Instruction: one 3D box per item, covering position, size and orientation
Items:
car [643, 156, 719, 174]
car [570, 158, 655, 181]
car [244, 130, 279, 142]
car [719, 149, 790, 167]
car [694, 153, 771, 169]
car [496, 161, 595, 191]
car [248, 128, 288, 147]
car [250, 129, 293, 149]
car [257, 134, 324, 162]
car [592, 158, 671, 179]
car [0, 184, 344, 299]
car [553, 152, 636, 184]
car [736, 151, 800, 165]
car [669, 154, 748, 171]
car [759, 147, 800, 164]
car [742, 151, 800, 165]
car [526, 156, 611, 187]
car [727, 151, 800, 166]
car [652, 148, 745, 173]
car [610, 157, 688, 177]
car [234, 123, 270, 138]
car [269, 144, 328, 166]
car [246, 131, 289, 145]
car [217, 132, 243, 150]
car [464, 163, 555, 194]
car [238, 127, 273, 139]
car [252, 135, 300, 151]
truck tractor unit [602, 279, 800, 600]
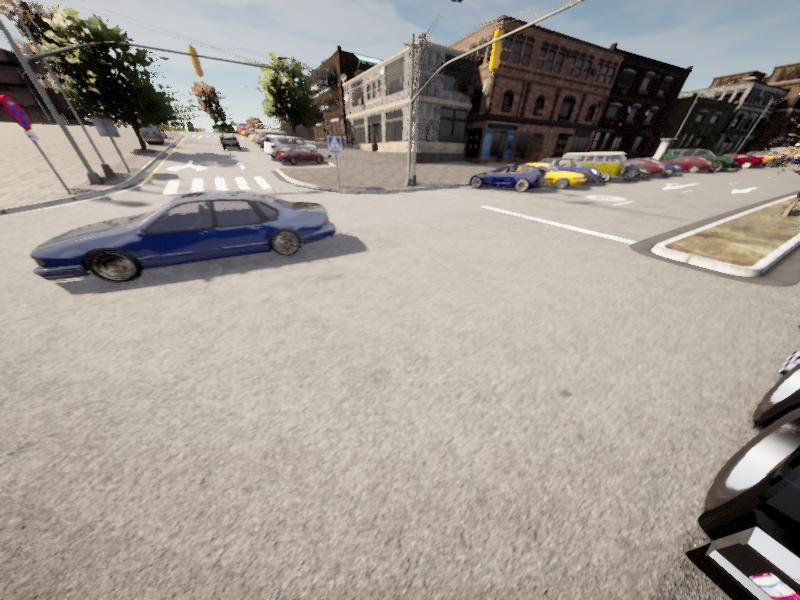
[{"bbox_3d":[28.825,-14.075,23.953,2.002,1.452,4.674,-29,42,-36],"label":"car"},{"bbox_3d":[17.904,-11.187,19.672,4.892,1.521,2.231,26,41,36],"label":"car"},{"bbox_3d":[-24.116,-28.598,40.316,2.002,1.452,4.674,27,42,27],"label":"car"},{"bbox_3d":[45.440,-18.329,29.840,2.185,1.767,4.553,-27,41,-35],"label":"car"},{"bbox_3d":[39.867,-16.892,27.980,2.097,1.535,5.008,-28,41,-35],"label":"car"},{"bbox_3d":[9.939,-8.835,16.212,5.366,1.575,1.946,26,41,35],"label":"car"},{"bbox_3d":[-19.336,-23.920,34.108,1.878,1.987,4.442,28,42,27],"label":"car"},{"bbox_3d":[-17.727,-22.305,32.115,1.878,1.987,4.442,28,42,27],"label":"car"},{"bbox_3d":[-11.232,-15.940,24.238,2.435,2.045,5.566,28,42,28],"label":"car"},{"bbox_3d":[20.626,-11.893,20.771,4.674,1.452,2.002,27,42,36],"label":"car"},{"bbox_3d":[-4.343,-1.755,5.482,5.357,1.411,2.033,-16,37,-25],"label":"car"},{"bbox_3d":[15.279,-10.582,18.378,4.442,1.987,1.878,26,41,36],"label":"car"},{"bbox_3d":[51.012,-19.547,31.826,2.097,1.535,5.008,-26,40,-34],"label":"car"},{"bbox_3d":[34.331,-15.525,25.994,2.097,1.535,5.008,-28,41,-36],"label":"car"},{"bbox_3d":[56.684,-20.970,33.476,1.878,1.987,4.442,-26,40,-34],"label":"car"},{"bbox_3d":[53.681,-20.257,32.860,1.946,1.575,5.366,-27,40,-34],"label":"car"},{"bbox_3d":[12.471,-9.787,17.402,4.553,1.767,2.185,26,41,36],"label":"car"},{"bbox_3d":[48.227,-18.885,30.869,2.231,1.521,4.892,-27,40,-34],"label":"car"},{"bbox_3d":[31.595,-15.025,24.821,2.435,2.045,5.566,-28,41,-36],"label":"car"},{"bbox_3d":[23.352,-12.633,21.852,4.674,1.452,2.002,27,42,37],"label":"car"},{"bbox_3d":[-30.599,-35.239,48.037,2.435,2.045,5.566,27,41,27],"label":"car"},{"bbox_3d":[-9.659,-14.083,22.404,2.002,1.452,4.674,27,41,28],"label":"car"},{"bbox_3d":[-20.776,-25.487,36.435,1.946,1.575,5.366,27,42,28],"label":"car"},{"bbox_3d":[-21.377,-19.971,28.981,2.128,1.511,4.902,-18,42,-28],"label":"car"},{"bbox_3d":[7.073,-8.187,15.352,4.792,1.488,2.163,25,41,35],"label":"car"},{"bbox_3d":[-28.856,-33.529,46.351,1.946,1.575,5.366,27,41,27],"label":"car"},{"bbox_3d":[-16.081,-20.560,30.335,2.231,1.521,4.892,27,41,28],"label":"car"},{"bbox_3d":[5.111,-0.300,0.781,6.516,4.208,3.053,-17,37,-23],"label":"truck tractor unit"}]
